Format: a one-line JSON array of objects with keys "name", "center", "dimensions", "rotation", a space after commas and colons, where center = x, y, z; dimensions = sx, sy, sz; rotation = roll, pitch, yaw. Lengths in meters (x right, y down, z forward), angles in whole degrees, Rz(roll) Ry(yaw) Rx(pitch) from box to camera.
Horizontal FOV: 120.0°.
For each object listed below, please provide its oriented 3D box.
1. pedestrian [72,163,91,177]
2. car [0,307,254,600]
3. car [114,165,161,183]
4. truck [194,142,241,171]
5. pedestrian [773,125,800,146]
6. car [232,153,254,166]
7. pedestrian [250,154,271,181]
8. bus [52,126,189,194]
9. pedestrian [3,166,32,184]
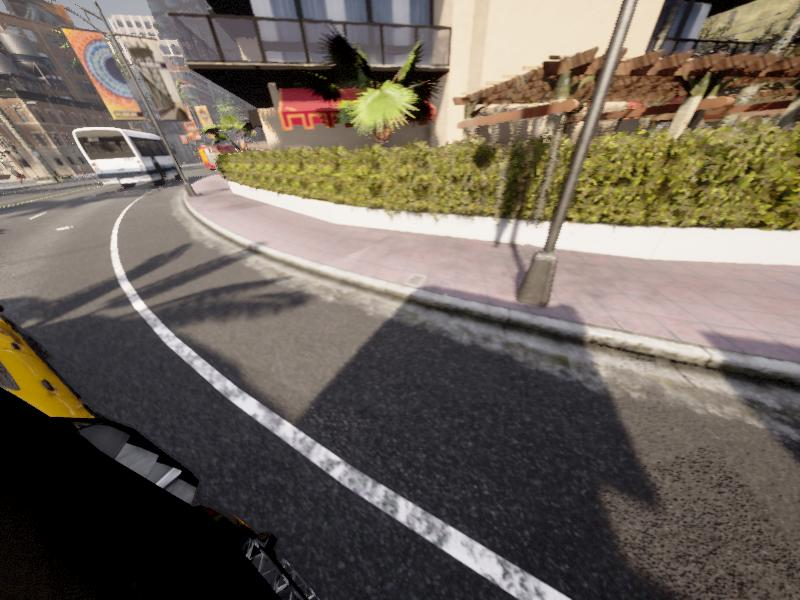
[{"name": "pedestrian", "center": [-50.547, -20.694, 36.692], "dimensions": [0.751, 1.860, 0.751], "rotation": [-11, 35, -12]}, {"name": "car", "center": [-3.781, 0.894, 1.454], "dimensions": [5.366, 1.575, 1.801], "rotation": [14, 37, 23]}, {"name": "car", "center": [-30.202, -14.659, 26.775], "dimensions": [1.970, 1.475, 3.806], "rotation": [-14, 35, -15]}, {"name": "truck", "center": [-31.809, -25.494, 40.928], "dimensions": [2.891, 3.827, 8.468], "rotation": [-10, 34, -11]}, {"name": "pedestrian", "center": [45.058, -19.104, 26.855], "dimensions": [0.751, 1.860, 0.751], "rotation": [-9, 34, -9]}, {"name": "car", "center": [-34.892, -31.381, 51.538], "dimensions": [2.150, 2.045, 5.566], "rotation": [-10, 35, -11]}, {"name": "pedestrian", "center": [-11.388, -10.814, 18.917], "dimensions": [0.751, 1.860, 0.751], "rotation": [-31, 43, -35]}, {"name": "bus", "center": [-24.793, -13.354, 21.919], "dimensions": [3.944, 4.253, 10.273], "rotation": [-18, 37, -20]}, {"name": "pedestrian", "center": [-47.221, -15.406, 28.555], "dimensions": [0.751, 1.860, 0.751], "rotation": [-13, 35, -14]}]
